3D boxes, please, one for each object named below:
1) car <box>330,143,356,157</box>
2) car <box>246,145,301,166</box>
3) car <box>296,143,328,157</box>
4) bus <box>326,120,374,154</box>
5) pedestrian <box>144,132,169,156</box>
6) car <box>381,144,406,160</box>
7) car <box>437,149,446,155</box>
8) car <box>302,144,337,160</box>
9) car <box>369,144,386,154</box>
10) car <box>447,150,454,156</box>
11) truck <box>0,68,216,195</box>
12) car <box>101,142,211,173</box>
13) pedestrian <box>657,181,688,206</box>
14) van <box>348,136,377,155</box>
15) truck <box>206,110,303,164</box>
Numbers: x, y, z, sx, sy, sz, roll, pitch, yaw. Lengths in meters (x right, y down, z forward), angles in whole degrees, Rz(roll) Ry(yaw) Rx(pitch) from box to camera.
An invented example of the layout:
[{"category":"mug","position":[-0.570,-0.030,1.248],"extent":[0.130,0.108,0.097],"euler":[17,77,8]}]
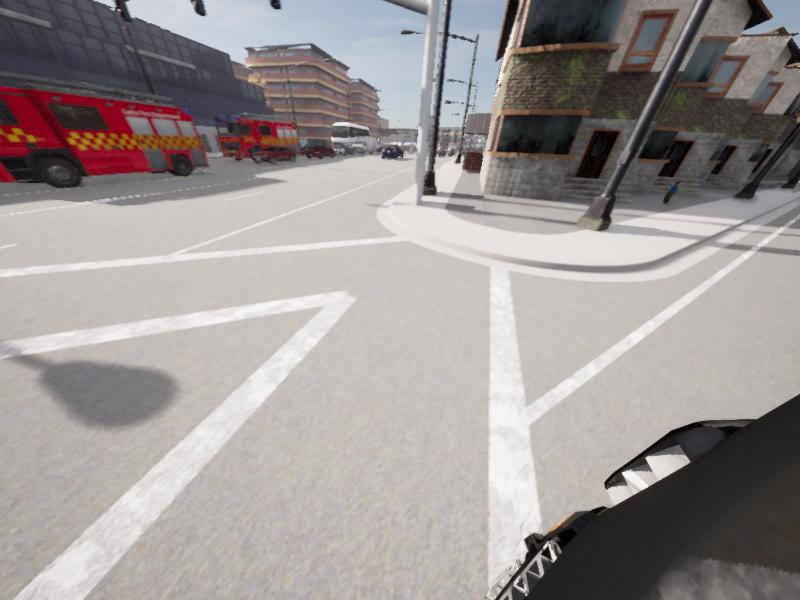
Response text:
[{"category":"car","position":[-7.976,-21.417,32.959],"extent":[1.970,1.475,3.806],"euler":[11,36,12]},{"category":"car","position":[-11.707,-13.719,21.832],"extent":[1.812,1.442,4.674],"euler":[11,36,12]},{"category":"car","position":[-12.010,-20.679,31.755],"extent":[1.994,1.385,4.181],"euler":[10,36,11]},{"category":"bus","position":[-8.395,-28.763,41.224],"extent":[3.944,4.253,10.273],"euler":[11,34,12]},{"category":"pedestrian","position":[-24.066,-15.418,22.869],"extent":[0.751,1.860,0.751],"euler":[4,34,2]},{"category":"car","position":[-0.901,-20.913,32.500],"extent":[2.242,1.667,4.611],"euler":[11,36,12]},{"category":"car","position":[13.921,-49.776,77.776],"extent":[2.097,1.767,4.553],"euler":[11,34,11]},{"category":"car","position":[-9.637,-18.025,28.034],"extent":[1.816,1.474,4.193],"euler":[11,36,12]},{"category":"car","position":[-4.250,-29.228,44.734],"extent":[1.812,1.442,4.674],"euler":[9,34,10]},{"category":"car","position":[16.288,-47.092,74.109],"extent":[1.816,1.474,4.193],"euler":[11,34,12]},{"category":"truck","position":[-14.908,-8.103,11.401],"extent":[2.891,3.827,8.468],"euler":[11,35,12]},{"category":"car","position":[-17.071,-10.396,16.635],"extent":[2.038,1.542,4.974],"euler":[11,36,12]},{"category":"pedestrian","position":[14.110,-5.548,11.988],"extent":[0.500,1.100,0.500],"euler":[-14,37,-23]},{"category":"van","position":[-6.007,-25.751,38.551],"extent":[2.351,2.431,6.366],"euler":[11,35,12]},{"category":"truck","position":[-14.306,-16.885,24.111],"extent":[2.891,3.827,8.468],"euler":[11,36,12]}]
